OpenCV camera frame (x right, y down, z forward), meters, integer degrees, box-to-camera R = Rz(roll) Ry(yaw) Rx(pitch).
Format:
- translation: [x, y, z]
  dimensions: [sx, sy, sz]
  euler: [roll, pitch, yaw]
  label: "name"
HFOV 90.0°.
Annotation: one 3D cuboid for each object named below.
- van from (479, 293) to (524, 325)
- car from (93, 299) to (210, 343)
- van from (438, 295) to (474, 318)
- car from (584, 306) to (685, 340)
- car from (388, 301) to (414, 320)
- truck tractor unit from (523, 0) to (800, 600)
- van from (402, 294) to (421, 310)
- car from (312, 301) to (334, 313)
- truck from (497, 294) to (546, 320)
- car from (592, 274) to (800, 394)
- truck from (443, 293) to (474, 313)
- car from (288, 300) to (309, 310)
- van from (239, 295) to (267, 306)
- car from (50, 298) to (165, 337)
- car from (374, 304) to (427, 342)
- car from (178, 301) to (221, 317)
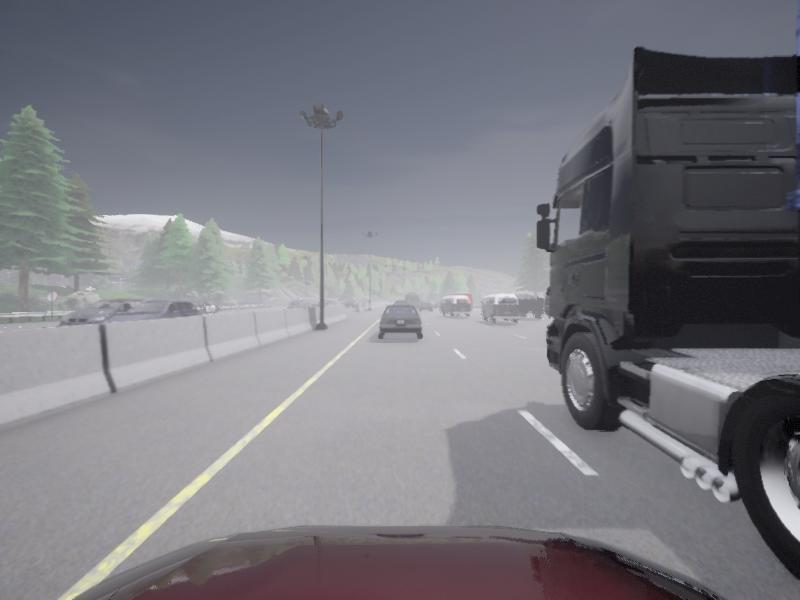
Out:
- translation: [7.055, 0.591, 28.357]
  dimensions: [2.069, 2.038, 4.480]
  euler: [0, 0, 0]
  label: "van"
- translation: [-10.469, 0.790, 17.410]
  dimensions: [2.033, 1.649, 4.856]
  euler: [0, 0, 0]
  label: "car"
- translation: [5.265, 0.600, 38.340]
  dimensions: [2.069, 2.038, 4.480]
  euler: [0, 0, -12]
  label: "van"
- translation: [10.529, 0.957, 18.442]
  dimensions: [1.895, 1.301, 4.718]
  euler: [0, 0, 0]
  label: "car"
- translation: [0.068, 0.850, 34.177]
  dimensions: [2.038, 1.542, 4.974]
  euler: [0, 0, 0]
  label: "car"
- translation: [3.440, -0.519, 3.081]
  dimensions: [3.053, 4.208, 6.516]
  euler: [0, 0, 1]
  label: "truck tractor unit"
- translation: [1.807, 0.362, 66.470]
  dimensions: [1.988, 2.561, 5.915]
  euler: [0, -1, -9]
  label: "van"
- translation: [-10.386, 0.864, 54.549]
  dimensions: [2.038, 1.542, 4.974]
  euler: [0, 0, 0]
  label: "car"
- translation: [10.569, 0.567, 35.406]
  dimensions: [2.390, 2.098, 6.274]
  euler: [0, 0, 0]
  label: "truck"
- translation: [7.013, 0.577, 9.605]
  dimensions: [2.150, 2.045, 5.566]
  euler: [0, 0, 0]
  label: "car"
- translation: [7.801, 0.394, 53.755]
  dimensions: [2.627, 2.467, 5.204]
  euler: [-1, 0, -10]
  label: "truck"
- translation: [-16.930, 0.804, 67.244]
  dimensions: [2.242, 1.667, 4.611]
  euler: [0, 0, 1]
  label: "car"
- translation: [-34.616, 0.170, 94.088]
  dimensions: [5.915, 2.561, 1.988]
  euler: [0, 0, 0]
  label: "van"
- translation: [-13.965, 0.770, 19.544]
  dimensions: [2.242, 1.667, 4.611]
  euler: [0, 0, 0]
  label: "car"
- translation: [0.031, 0.907, 18.038]
  dimensions: [2.033, 1.411, 5.357]
  euler: [0, 0, 0]
  label: "car"
- translation: [-20.914, 0.855, 41.979]
  dimensions: [2.038, 1.542, 4.974]
  euler: [0, 0, 0]
  label: "car"
